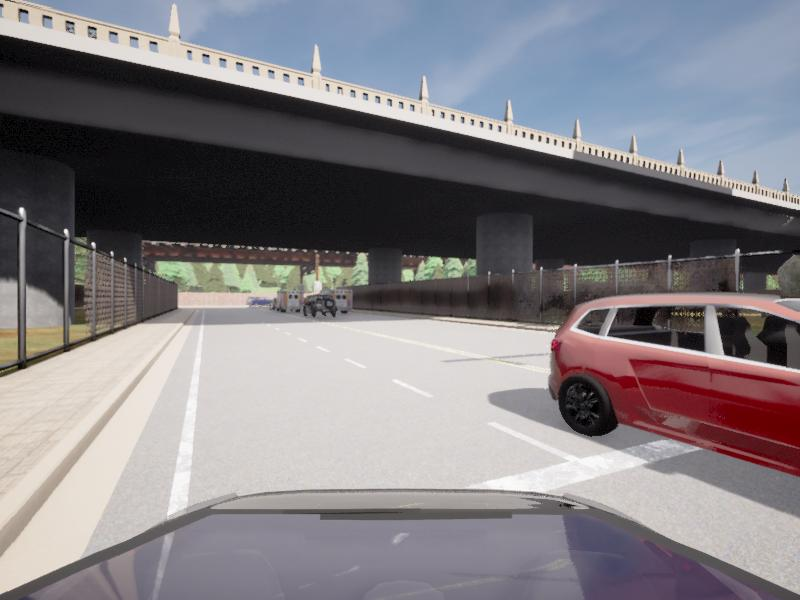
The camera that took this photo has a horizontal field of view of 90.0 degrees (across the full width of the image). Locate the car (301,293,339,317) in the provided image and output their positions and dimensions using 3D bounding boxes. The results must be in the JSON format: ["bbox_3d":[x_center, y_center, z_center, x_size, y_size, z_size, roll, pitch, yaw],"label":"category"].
[{"bbox_3d":[-6.790,0.486,33.546,1.932,1.855,4.605,0,-3,-26],"label":"car"}]

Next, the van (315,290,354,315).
[{"bbox_3d":[-7.043,0.186,42.079,2.351,2.431,6.366,0,0,-26],"label":"van"}]

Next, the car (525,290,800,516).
[{"bbox_3d":[3.732,0.754,3.885,2.242,1.667,4.611,0,0,-26],"label":"car"}]

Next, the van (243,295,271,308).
[{"bbox_3d":[-23.713,0.246,66.636,1.775,1.987,4.442,0,0,24],"label":"van"}]

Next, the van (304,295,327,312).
[{"bbox_3d":[-10.458,0.365,49.094,1.775,1.987,4.442,0,0,-26],"label":"van"}]

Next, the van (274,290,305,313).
[{"bbox_3d":[-12.814,0.152,45.941,2.351,2.431,6.366,0,0,-26],"label":"van"}]
